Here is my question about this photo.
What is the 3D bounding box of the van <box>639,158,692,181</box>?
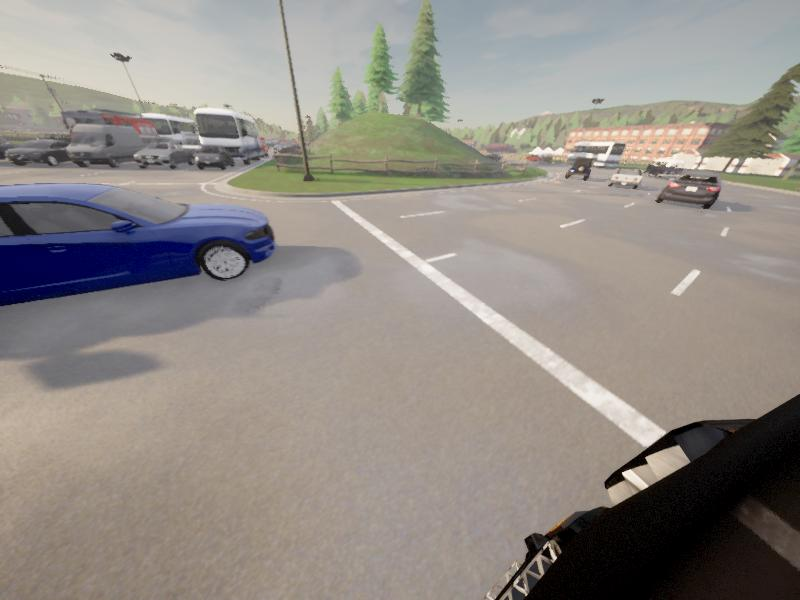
[{"bbox_3d":[32.872,-16.336,28.849,2.069,2.038,4.480,14,35,13],"label":"van"}]

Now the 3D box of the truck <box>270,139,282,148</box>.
[{"bbox_3d":[-39.346,-49.644,73.344,2.390,2.098,6.274,-8,35,-16],"label":"truck"}]

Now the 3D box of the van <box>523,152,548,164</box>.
[{"bbox_3d":[30.473,-32.001,52.079,2.069,2.038,4.480,-8,35,-15],"label":"van"}]

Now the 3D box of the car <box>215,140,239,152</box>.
[{"bbox_3d":[-30.891,-27.600,41.442,1.930,1.638,5.238,-8,35,-16],"label":"car"}]

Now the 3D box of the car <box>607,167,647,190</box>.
[{"bbox_3d":[19.513,-10.604,19.995,1.895,1.301,4.718,26,40,30],"label":"car"}]

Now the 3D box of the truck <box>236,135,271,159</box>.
[{"bbox_3d":[-19.896,-21.069,31.736,2.627,2.467,5.204,-8,35,-16],"label":"truck"}]

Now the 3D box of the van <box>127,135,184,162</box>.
[{"bbox_3d":[-23.869,-15.037,22.873,1.775,1.987,4.442,-8,35,-16],"label":"van"}]

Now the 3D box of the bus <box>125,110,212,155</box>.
[{"bbox_3d":[-31.152,-22.962,32.147,3.944,4.253,10.273,-8,35,-16],"label":"bus"}]

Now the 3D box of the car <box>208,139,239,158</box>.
[{"bbox_3d":[-22.976,-19.887,30.267,1.905,1.878,3.866,-8,35,-16],"label":"car"}]

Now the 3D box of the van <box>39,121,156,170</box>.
[{"bbox_3d":[-21.788,-11.515,17.264,1.988,2.561,5.915,-8,35,-15],"label":"van"}]

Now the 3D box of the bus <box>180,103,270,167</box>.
[{"bbox_3d":[-16.854,-16.609,23.688,3.944,4.253,10.273,-8,35,-16],"label":"bus"}]

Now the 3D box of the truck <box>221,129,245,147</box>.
[{"bbox_3d":[-48.297,-47.079,67.314,2.891,3.827,8.468,-8,35,-16],"label":"truck"}]

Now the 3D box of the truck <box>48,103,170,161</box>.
[{"bbox_3d":[-27.790,-16.445,23.039,2.891,3.827,8.468,-8,35,-16],"label":"truck"}]

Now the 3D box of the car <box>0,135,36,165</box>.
[{"bbox_3d":[-28.302,-9.894,15.155,2.242,1.667,4.611,-8,35,-16],"label":"car"}]

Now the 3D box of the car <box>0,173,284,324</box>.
[{"bbox_3d":[-4.906,-1.042,3.737,5.008,1.535,1.882,-16,38,-26],"label":"car"}]

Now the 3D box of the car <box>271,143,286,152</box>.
[{"bbox_3d":[-28.015,-35.335,53.380,2.128,1.511,4.902,-8,35,-16],"label":"car"}]

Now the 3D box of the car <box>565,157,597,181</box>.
[{"bbox_3d":[18.811,-13.782,24.155,1.905,1.878,3.866,22,38,25],"label":"car"}]

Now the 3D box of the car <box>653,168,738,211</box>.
[{"bbox_3d":[17.057,-6.612,13.518,4.611,1.667,2.242,-26,43,-35],"label":"car"}]

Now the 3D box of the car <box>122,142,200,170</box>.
[{"bbox_3d":[-18.348,-11.390,18.150,2.152,1.651,5.027,-8,35,-16],"label":"car"}]

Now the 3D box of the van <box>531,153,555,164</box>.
[{"bbox_3d":[33.388,-33.283,54.246,1.775,1.987,4.442,-8,35,-15],"label":"van"}]

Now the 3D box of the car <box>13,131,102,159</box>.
[{"bbox_3d":[-30.515,-13.993,20.931,1.932,1.855,4.605,-8,35,-16],"label":"car"}]

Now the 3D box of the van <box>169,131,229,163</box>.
[{"bbox_3d":[-20.790,-16.171,24.392,2.351,2.431,6.366,-8,35,-16],"label":"van"}]

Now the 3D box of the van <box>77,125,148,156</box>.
[{"bbox_3d":[-32.800,-18.421,26.788,1.988,2.561,5.915,-8,35,-16],"label":"van"}]

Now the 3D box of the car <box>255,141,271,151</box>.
[{"bbox_3d":[-32.114,-36.287,54.425,2.242,1.667,4.611,-8,35,-16],"label":"car"}]

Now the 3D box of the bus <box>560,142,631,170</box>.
[{"bbox_3d":[38.716,-29.323,46.672,3.944,4.253,10.273,-3,34,-9],"label":"bus"}]

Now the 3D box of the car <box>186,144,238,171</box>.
[{"bbox_3d":[-14.772,-11.412,18.455,1.851,1.617,3.988,-8,35,-16],"label":"car"}]

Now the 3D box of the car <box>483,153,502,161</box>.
[{"bbox_3d":[23.965,-37.306,60.037,2.163,1.488,4.792,-8,35,-15],"label":"car"}]

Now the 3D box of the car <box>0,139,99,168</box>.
[{"bbox_3d":[-25.137,-10.594,16.588,1.837,1.490,4.892,-8,35,-16],"label":"car"}]
